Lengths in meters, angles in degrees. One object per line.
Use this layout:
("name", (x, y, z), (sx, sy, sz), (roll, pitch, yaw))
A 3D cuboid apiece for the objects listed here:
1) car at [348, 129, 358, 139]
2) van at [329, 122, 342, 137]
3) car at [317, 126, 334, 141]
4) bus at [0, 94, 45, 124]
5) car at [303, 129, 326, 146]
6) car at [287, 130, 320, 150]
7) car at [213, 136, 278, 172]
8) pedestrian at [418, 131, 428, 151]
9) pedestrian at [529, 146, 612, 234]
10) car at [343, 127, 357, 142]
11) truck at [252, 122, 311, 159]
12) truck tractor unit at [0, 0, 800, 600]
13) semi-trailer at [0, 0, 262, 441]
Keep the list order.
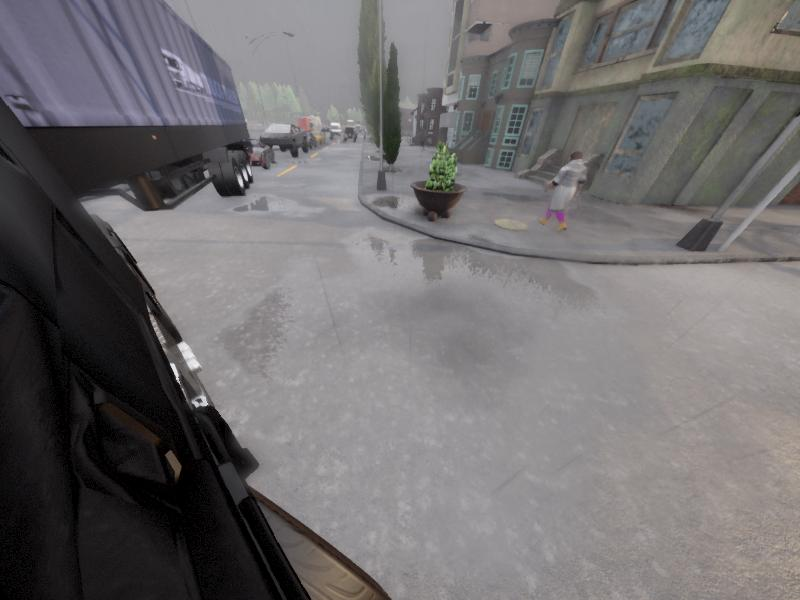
("car", (-10.113, -35.981, 50.023), (1.970, 1.475, 3.806), (-2, 37, -7))
("van", (-14.478, -38.259, 51.912), (1.988, 2.561, 5.915), (-2, 37, -7))
("car", (-12.445, -28.059, 38.911), (1.932, 1.855, 4.605), (-2, 37, -7))
("bus", (-75.580, -35.475, 42.754), (3.944, 4.253, 10.273), (-2, 37, -7))
("car", (-11.149, -21.597, 30.577), (1.801, 1.575, 5.366), (-2, 37, -7))
("car", (-10.294, -17.394, 25.053), (2.128, 1.511, 4.902), (-2, 37, -7))
("car", (-8.776, -8.644, 13.560), (1.994, 1.385, 4.181), (-7, 37, -13))
("pedestrian", (2.639, -18.335, 26.674), (0.751, 1.860, 0.751), (-5, 37, -10))
("pedestrian", (4.189, -2.752, 5.854), (0.751, 1.860, 0.751), (-9, 38, -16))
("car", (-8.454, -28.118, 39.238), (1.905, 1.878, 3.866), (-2, 37, -7))
("truck", (-9.392, -13.288, 19.114), (2.390, 2.098, 6.274), (-2, 37, -7))
("truck tractor unit", (-2.645, -0.295, 0.351), (6.516, 4.208, 3.053), (28, 44, 30))
("semi-trailer", (-6.237, -4.575, 5.689), (2.717, 4.402, 14.254), (-11, 39, -18))
